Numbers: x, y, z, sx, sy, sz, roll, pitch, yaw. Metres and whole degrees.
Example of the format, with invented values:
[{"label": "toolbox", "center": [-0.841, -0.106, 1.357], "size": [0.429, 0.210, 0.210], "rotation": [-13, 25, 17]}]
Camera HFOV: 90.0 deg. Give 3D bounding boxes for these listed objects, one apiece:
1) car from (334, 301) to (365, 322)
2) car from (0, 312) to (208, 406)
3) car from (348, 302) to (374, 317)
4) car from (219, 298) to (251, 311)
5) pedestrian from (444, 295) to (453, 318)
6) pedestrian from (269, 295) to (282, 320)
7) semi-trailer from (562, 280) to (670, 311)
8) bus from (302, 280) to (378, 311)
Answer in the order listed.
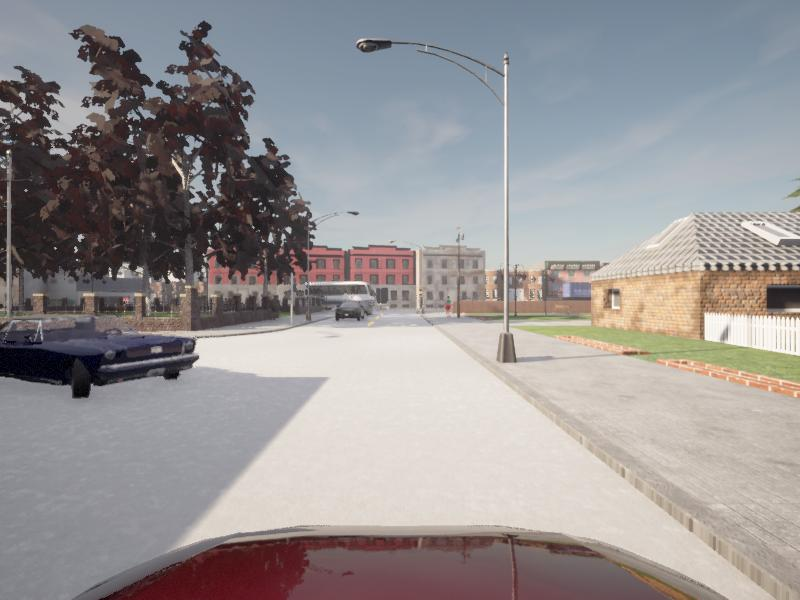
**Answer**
[{"label": "car", "center": [-3.937, 0.823, 32.015], "size": [1.882, 1.535, 5.008], "rotation": [0, 0, 0]}, {"label": "car", "center": [-6.276, 0.944, 7.822], "size": [4.718, 1.301, 1.895], "rotation": [0, 0, 23]}, {"label": "car", "center": [-3.854, 0.895, 40.547], "size": [2.033, 1.411, 5.357], "rotation": [0, 0, 1]}, {"label": "car", "center": [-24.042, 0.647, 58.373], "size": [3.866, 1.878, 1.905], "rotation": [0, 0, 0]}, {"label": "pedestrian", "center": [3.992, 0.533, 32.981], "size": [0.751, 1.860, 0.751], "rotation": [0, 0, 6]}, {"label": "pedestrian", "center": [-9.204, 0.534, 29.597], "size": [0.751, 1.860, 0.751], "rotation": [0, 0, 0]}, {"label": "semi-trailer", "center": [31.382, -0.618, 58.375], "size": [14.254, 4.402, 2.717], "rotation": [0, 0, 0]}, {"label": "bus", "center": [-8.572, -0.528, 58.019], "size": [10.273, 4.253, 3.944], "rotation": [0, -1, 8]}]
